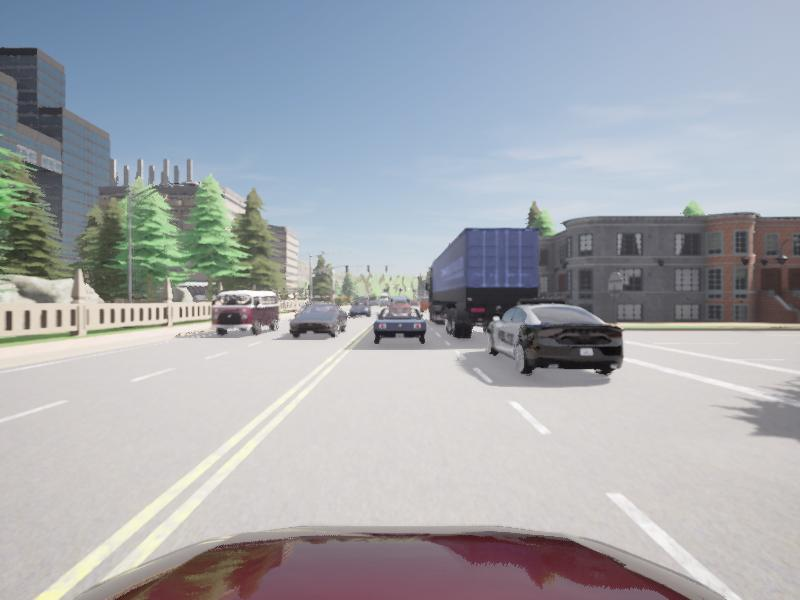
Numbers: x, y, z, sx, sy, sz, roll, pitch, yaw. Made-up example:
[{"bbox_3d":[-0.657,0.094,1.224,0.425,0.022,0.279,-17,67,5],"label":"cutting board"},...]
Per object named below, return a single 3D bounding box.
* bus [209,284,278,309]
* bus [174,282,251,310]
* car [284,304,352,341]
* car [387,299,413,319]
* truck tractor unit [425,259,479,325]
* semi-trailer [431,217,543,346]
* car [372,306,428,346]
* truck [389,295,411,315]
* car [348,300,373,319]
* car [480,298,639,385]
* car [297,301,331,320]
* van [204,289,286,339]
[{"bbox_3d":[-26.935,-0.548,69.299,10.273,4.253,3.944,0,0,0],"label":"bus"},{"bbox_3d":[-29.098,-0.547,62.483,10.273,4.253,3.944,0,0,-1],"label":"bus"},{"bbox_3d":[-3.503,0.891,18.235,2.033,1.411,5.357,0,0,0],"label":"car"},{"bbox_3d":[-0.003,0.773,36.740,2.152,1.651,5.027,0,0,0],"label":"car"},{"bbox_3d":[3.500,-0.528,28.679,3.053,4.208,6.516,0,0,0],"label":"truck tractor unit"},{"bbox_3d":[3.509,-0.622,20.768,2.717,4.402,14.254,0,0,0],"label":"semi-trailer"},{"bbox_3d":[-0.002,0.940,16.062,1.895,1.301,4.718,0,0,0],"label":"car"},{"bbox_3d":[-0.005,0.532,46.672,2.390,2.098,6.274,0,0,0],"label":"truck"},{"bbox_3d":[-3.505,0.781,36.272,1.851,1.617,3.988,0,0,0],"label":"car"},{"bbox_3d":[3.498,0.769,10.085,1.930,1.638,5.238,0,0,0],"label":"car"},{"bbox_3d":[-7.004,0.846,32.898,1.970,1.475,3.806,0,0,0],"label":"car"},{"bbox_3d":[-7.004,0.566,18.618,2.069,2.038,4.480,0,0,0],"label":"van"}]
